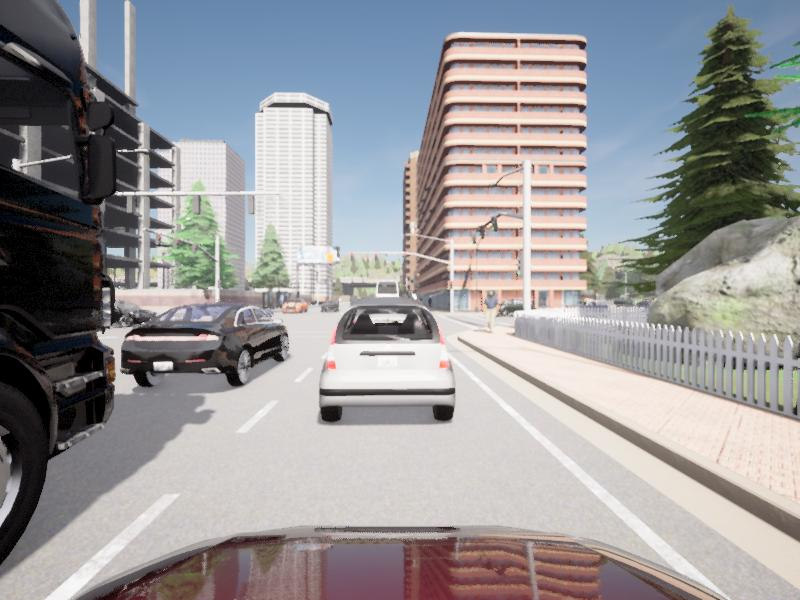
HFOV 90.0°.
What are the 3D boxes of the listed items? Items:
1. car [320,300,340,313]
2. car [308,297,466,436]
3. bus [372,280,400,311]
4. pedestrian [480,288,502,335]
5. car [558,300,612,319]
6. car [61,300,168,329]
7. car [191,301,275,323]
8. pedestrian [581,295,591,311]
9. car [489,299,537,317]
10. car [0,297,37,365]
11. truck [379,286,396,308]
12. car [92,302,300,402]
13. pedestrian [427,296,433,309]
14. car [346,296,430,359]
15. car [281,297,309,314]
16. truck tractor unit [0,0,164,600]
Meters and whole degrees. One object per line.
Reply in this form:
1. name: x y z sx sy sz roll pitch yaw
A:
1. car: -8.566 0.740 49.347 1.837 1.490 4.892 0 0 -2
2. car: -0.207 0.774 6.686 1.851 1.617 3.988 0 0 -2
3. bus: -2.067 -0.662 61.351 3.944 4.253 10.273 0 0 -2
4. pedestrian: 3.752 0.451 16.475 0.751 1.860 0.751 0 0 21
5. car: 15.441 0.731 33.416 3.806 1.475 1.970 0 0 -22
6. car: -15.873 0.763 22.322 4.792 1.488 2.163 1 0 11
7. car: -11.886 0.822 28.555 5.357 1.411 2.033 0 0 -26
8. pedestrian: 21.446 0.337 46.241 0.751 1.860 0.751 0 0 -30
9. car: 10.036 0.686 35.521 3.705 1.549 1.789 0 0 -14
10. car: -10.732 0.758 8.315 2.033 1.649 4.856 0 0 -2
11. truck: -2.345 -0.480 74.062 2.891 3.827 8.468 0 0 -2
12. car: -3.774 0.817 8.673 2.128 1.511 4.902 0 0 -2
13. pedestrian: 4.455 0.361 59.850 0.751 1.860 0.751 0 0 -2
14. car: -0.383 0.729 12.935 2.242 1.667 4.611 0 0 -2
15. car: -11.956 0.596 45.746 2.097 1.767 4.553 0 0 -2
16. truck tractor unit: -3.405 -0.517 0.101 3.053 4.208 6.516 0 0 -3
